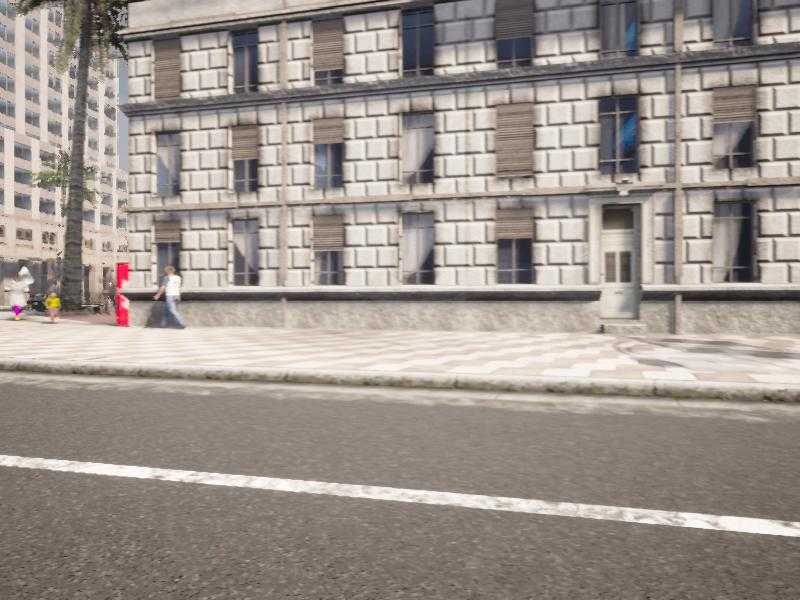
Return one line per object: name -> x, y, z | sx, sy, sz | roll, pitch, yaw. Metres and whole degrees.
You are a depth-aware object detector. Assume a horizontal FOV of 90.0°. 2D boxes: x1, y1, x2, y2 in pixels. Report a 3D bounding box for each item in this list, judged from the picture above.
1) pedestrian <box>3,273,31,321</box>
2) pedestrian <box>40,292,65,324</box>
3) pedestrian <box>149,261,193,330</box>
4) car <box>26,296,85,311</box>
pedestrian -> -15.409, -0.109, 16.111 | 0.751, 1.860, 0.751 | 0, 0, 41
pedestrian -> -11.957, 0.270, 13.779 | 0.500, 1.100, 0.500 | 0, 0, 28
pedestrian -> -6.408, -0.112, 11.224 | 0.751, 1.860, 0.751 | 0, 0, 9
car -> -33.945, 0.320, 39.578 | 1.994, 1.385, 4.181 | 0, 0, 8
